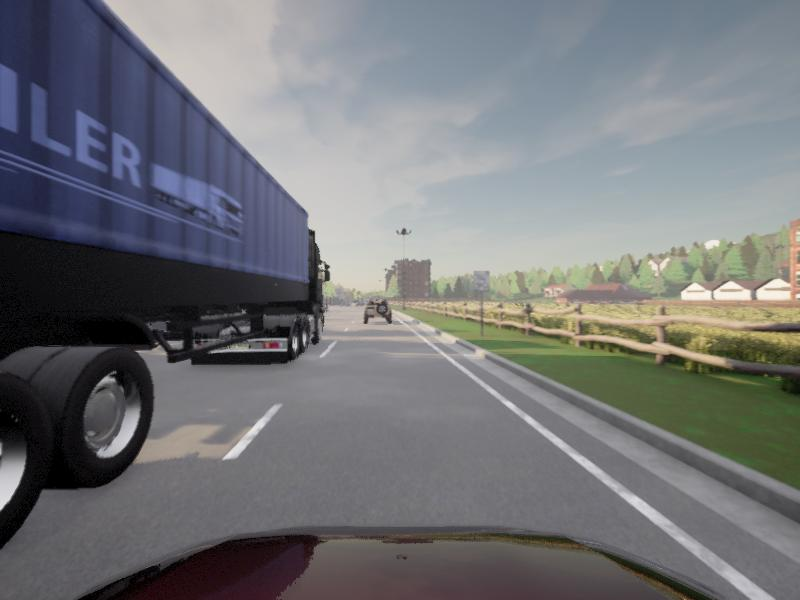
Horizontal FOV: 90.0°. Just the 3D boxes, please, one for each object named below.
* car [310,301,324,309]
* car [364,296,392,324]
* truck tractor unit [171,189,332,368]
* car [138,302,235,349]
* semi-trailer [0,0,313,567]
[{"bbox_3d":[-15.019,0.882,72.162,1.970,1.475,3.806,0,0,-4],"label":"car"},{"bbox_3d":[-1.625,0.658,29.293,1.932,1.855,4.605,0,0,-4],"label":"car"},{"bbox_3d":[-4.070,-0.515,12.777,3.053,4.208,6.516,0,0,-3],"label":"truck tractor unit"},{"bbox_3d":[-7.677,0.842,14.803,1.845,1.501,3.633,0,0,-4],"label":"car"},{"bbox_3d":[-3.794,-0.614,4.864,2.717,4.402,14.254,0,0,-1],"label":"semi-trailer"}]
